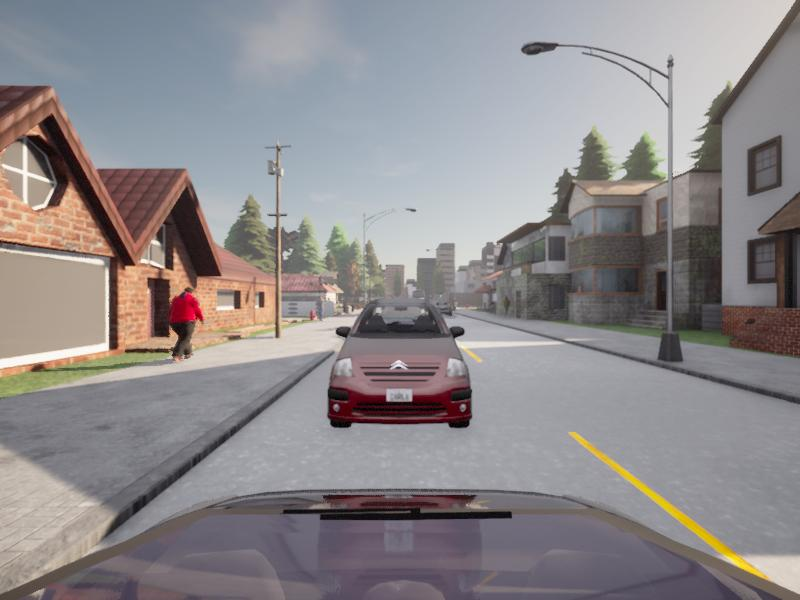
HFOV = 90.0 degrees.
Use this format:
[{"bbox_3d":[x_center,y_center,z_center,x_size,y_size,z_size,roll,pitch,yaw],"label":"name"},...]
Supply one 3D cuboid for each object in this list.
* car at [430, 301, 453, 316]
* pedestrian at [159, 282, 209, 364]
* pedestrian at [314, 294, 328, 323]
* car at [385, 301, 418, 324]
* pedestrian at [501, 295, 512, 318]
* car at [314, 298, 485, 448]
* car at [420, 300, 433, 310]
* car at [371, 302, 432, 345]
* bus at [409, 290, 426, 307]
[{"bbox_3d":[4.179,0.835,40.921,1.970,1.475,3.806,0,0,0],"label":"car"},{"bbox_3d":[-5.159,0.528,9.586,0.751,1.860,0.751,0,0,10],"label":"pedestrian"},{"bbox_3d":[-5.029,0.521,25.558,0.751,1.860,0.751,0,0,0],"label":"pedestrian"},{"bbox_3d":[0.118,0.838,28.913,2.163,1.488,4.792,0,0,0],"label":"car"},{"bbox_3d":[8.758,0.518,32.940,0.751,1.860,0.751,0,0,0],"label":"pedestrian"},{"bbox_3d":[0.006,0.785,6.311,1.851,1.617,3.988,0,0,0],"label":"car"},{"bbox_3d":[4.296,0.741,65.319,1.930,1.638,5.238,0,0,0],"label":"car"},{"bbox_3d":[0.058,0.843,16.597,2.163,1.488,4.792,0,0,0],"label":"car"},{"bbox_3d":[4.352,-0.365,101.798,3.944,4.253,10.273,0,0,0],"label":"bus"}]
